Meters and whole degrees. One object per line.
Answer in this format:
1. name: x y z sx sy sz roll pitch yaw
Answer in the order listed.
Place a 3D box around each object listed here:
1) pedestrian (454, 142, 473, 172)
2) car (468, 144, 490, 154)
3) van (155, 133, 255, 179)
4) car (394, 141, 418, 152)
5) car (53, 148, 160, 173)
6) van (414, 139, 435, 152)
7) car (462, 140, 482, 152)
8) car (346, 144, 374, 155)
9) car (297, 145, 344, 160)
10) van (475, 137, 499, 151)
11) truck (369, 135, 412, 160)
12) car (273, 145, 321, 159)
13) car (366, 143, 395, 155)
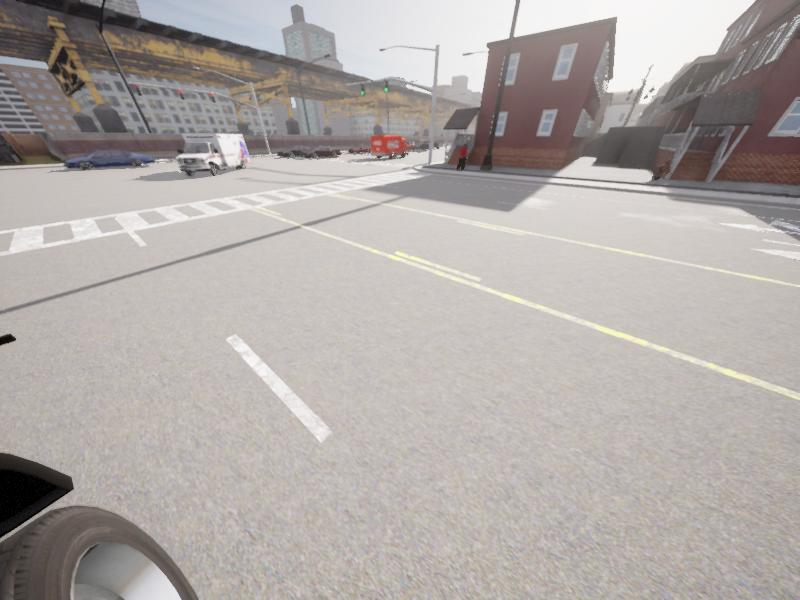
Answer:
1. pedestrian: 4.647 -10.462 16.903 0.751 1.860 0.751 -30 45 -35
2. car: 13.894 -26.703 40.780 1.994 1.385 4.181 25 42 31
3. van: -13.817 -10.924 17.261 2.351 2.431 6.366 -3 35 -4
4. car: 1.220 -30.612 45.998 2.242 1.667 4.611 25 42 30
5. car: -24.321 -11.862 19.428 2.033 1.411 5.357 24 42 30
6. van: 4.743 -30.050 44.944 1.775 1.987 4.442 24 42 30
7. car: 14.214 -30.398 45.591 1.932 1.855 4.605 24 42 30
8. car: -6.481 -24.869 38.047 1.994 1.385 4.181 25 42 30
9. car: -10.097 -18.982 29.635 2.033 1.411 5.357 24 42 30
10. van: 19.142 -34.216 50.571 2.351 2.431 6.366 24 42 30
11. truck: -1.099 -19.464 29.441 2.627 2.467 5.204 24 42 30
12. car: -13.495 -19.764 30.726 2.033 1.411 5.357 24 42 30
13. car: -2.988 -24.209 37.022 1.837 1.490 4.892 24 42 30
